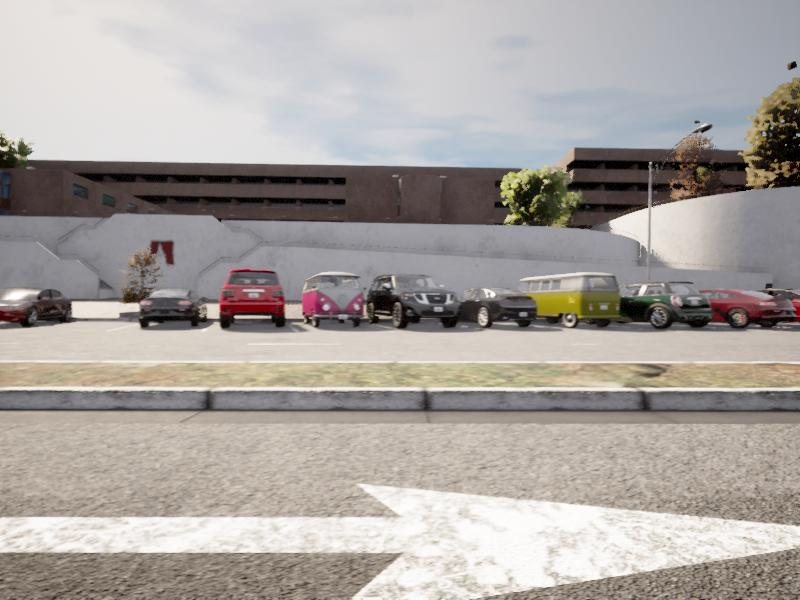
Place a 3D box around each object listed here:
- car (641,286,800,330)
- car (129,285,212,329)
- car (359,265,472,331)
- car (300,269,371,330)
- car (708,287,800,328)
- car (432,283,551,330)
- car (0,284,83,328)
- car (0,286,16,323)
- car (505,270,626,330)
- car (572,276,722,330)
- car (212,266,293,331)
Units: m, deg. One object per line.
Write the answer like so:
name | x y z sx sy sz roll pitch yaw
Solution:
car | 12.218 0.293 15.550 2.002 1.452 4.674 0 -1 -20
car | -8.665 0.258 15.560 2.002 1.452 4.674 0 -1 -20
car | 0.303 -0.014 15.538 2.435 2.045 5.566 1 -1 -20
car | -2.650 0.006 15.456 1.878 1.987 4.442 1 -1 -20
car | 15.236 0.287 15.527 2.163 1.488 4.792 1 -1 -20
car | 3.271 0.242 15.552 2.231 1.521 4.892 0 -1 -20
car | -14.622 0.220 15.539 2.163 1.488 4.792 1 -1 -20
car | -17.550 0.164 15.396 1.946 1.575 5.366 1 -1 -20
car | 6.211 0.021 15.669 1.878 1.987 4.442 0 -1 -20
car | 9.246 0.123 15.528 2.185 1.767 4.553 0 -1 -20
car | -5.693 -0.023 15.592 2.435 2.045 5.566 0 -1 -20
